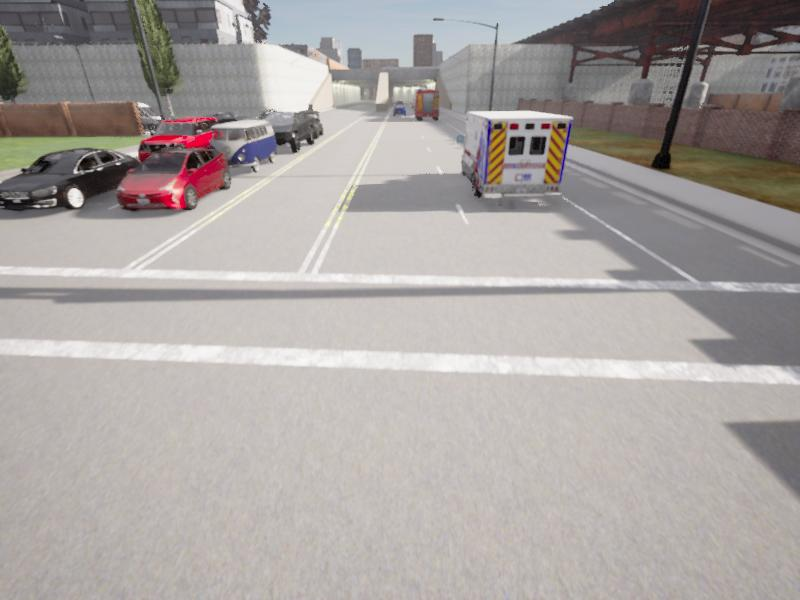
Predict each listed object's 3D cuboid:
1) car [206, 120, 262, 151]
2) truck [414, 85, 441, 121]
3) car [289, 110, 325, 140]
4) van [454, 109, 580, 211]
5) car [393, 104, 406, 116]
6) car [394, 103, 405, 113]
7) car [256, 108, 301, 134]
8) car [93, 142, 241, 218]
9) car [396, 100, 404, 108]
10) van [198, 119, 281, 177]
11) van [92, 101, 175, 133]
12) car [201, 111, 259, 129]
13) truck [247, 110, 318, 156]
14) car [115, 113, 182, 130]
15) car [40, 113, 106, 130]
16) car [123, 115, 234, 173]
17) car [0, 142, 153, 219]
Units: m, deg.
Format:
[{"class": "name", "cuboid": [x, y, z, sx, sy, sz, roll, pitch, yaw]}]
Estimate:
[{"class": "car", "cuboid": [-10.577, -10.647, 25.794, 1.970, 1.475, 3.806, -1, 27, 0]}, {"class": "truck", "cuboid": [3.438, -25.846, 52.393, 2.891, 3.827, 8.468, 0, 27, 0]}, {"class": "car", "cuboid": [-7.147, -13.715, 31.216, 1.905, 1.878, 3.866, -1, 27, -1]}, {"class": "van", "cuboid": [3.480, -5.088, 13.733, 2.351, 2.431, 6.366, 0, 27, 0]}, {"class": "car", "cuboid": [-0.065, -28.754, 60.577, 1.882, 1.535, 5.008, 0, 27, 0]}, {"class": "car", "cuboid": [-0.075, -35.141, 73.080, 2.033, 1.411, 5.357, 0, 27, 0]}, {"class": "car", "cuboid": [-11.032, -16.244, 36.194, 1.932, 1.855, 4.605, -19, 34, -38]}, {"class": "car", "cuboid": [-7.015, -3.992, 12.791, 2.007, 1.525, 4.514, 0, 27, 0]}, {"class": "car", "cuboid": [-0.102, -48.168, 98.155, 1.882, 1.535, 5.008, 0, 27, 0]}, {"class": "van", "cuboid": [-7.024, -6.996, 18.106, 1.775, 1.987, 4.442, 0, 27, 0]}, {"class": "van", "cuboid": [-25.220, -17.453, 38.073, 5.915, 2.561, 1.988, 0, 27, -1]}, {"class": "car", "cuboid": [-17.568, -18.684, 41.445, 4.902, 1.511, 2.128, -1, 27, 0]}, {"class": "truck", "cuboid": [-6.940, -10.432, 24.632, 2.390, 2.098, 6.274, 0, 27, 1]}, {"class": "car", "cuboid": [-25.957, -18.538, 41.449, 5.357, 1.411, 2.033, -1, 27, 0]}, {"class": "car", "cuboid": [-33.731, -18.486, 41.385, 4.892, 1.490, 1.837, -1, 27, 0]}, {"class": "car", "cuboid": [-10.482, -7.805, 19.670, 2.150, 2.045, 5.566, 0, 27, 1]}, {"class": "car", "cuboid": [-10.517, -4.054, 13.013, 1.837, 1.490, 4.892, 0, 27, 0]}]
